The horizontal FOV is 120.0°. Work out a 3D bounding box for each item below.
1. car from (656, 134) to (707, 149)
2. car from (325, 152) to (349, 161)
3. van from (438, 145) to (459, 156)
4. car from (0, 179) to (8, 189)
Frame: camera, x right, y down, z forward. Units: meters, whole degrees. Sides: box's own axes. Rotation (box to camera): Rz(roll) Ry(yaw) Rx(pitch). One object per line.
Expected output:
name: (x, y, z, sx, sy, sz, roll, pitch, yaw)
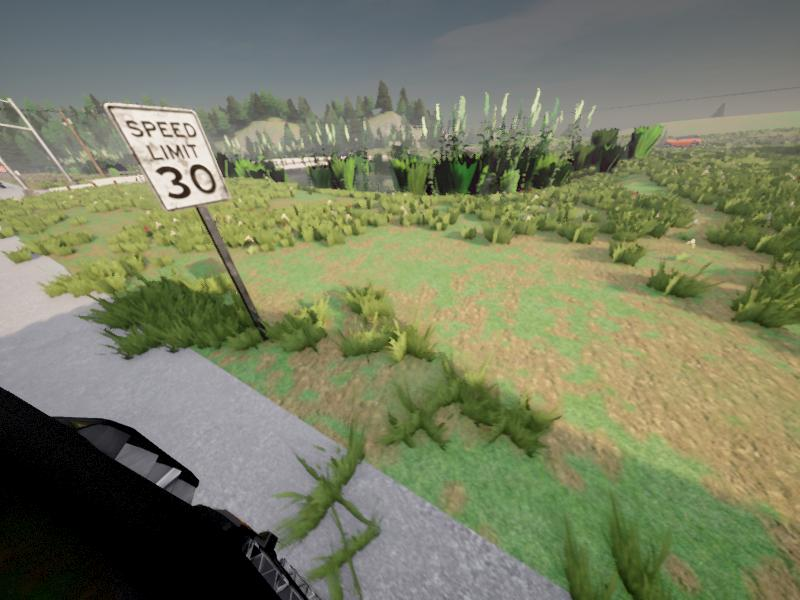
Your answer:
car: (43.935, -24.850, 36.269, 4.553, 1.767, 2.097, 19, 39, 29)
car: (-13.100, -29.953, 48.153, 1.812, 1.442, 4.674, 20, 38, 31)
van: (11.628, -35.865, 55.408, 4.442, 1.987, 1.775, 19, 39, 30)
car: (-55.301, -15.791, 30.887, 5.027, 1.651, 2.152, 17, 38, 27)
